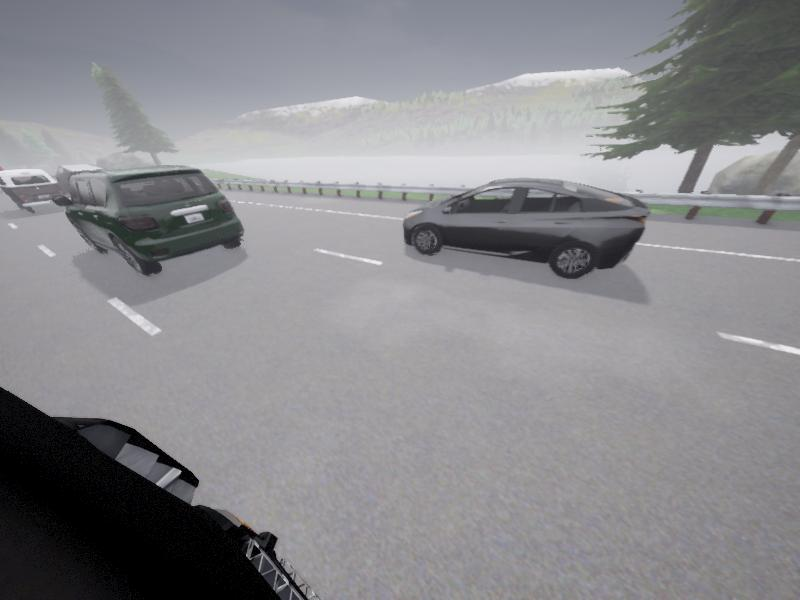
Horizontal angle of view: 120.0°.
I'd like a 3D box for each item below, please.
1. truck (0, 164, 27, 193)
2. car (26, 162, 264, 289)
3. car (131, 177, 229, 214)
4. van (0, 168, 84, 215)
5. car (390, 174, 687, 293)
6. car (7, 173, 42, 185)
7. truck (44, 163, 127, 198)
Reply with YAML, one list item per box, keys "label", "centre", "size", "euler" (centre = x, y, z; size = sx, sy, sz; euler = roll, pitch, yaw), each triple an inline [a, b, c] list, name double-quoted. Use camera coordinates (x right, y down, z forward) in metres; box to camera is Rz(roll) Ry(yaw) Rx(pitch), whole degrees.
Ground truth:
- label: "truck"
  centre: [-43.414, -12.873, 24.501]
  size: [5.204, 2.467, 2.627]
  euler: [15, 38, 25]
- label: "car"
  centre: [-6.613, -2.283, 6.052]
  size: [5.566, 2.045, 2.150]
  euler: [16, 38, 26]
- label: "car"
  centre: [-11.521, -5.588, 12.087]
  size: [4.718, 1.301, 1.895]
  euler: [16, 38, 26]
- label: "van"
  centre: [-21.361, -6.424, 13.450]
  size: [4.480, 2.038, 2.069]
  euler: [16, 38, 26]
- label: "car"
  centre: [2.278, -1.805, 5.100]
  size: [4.514, 1.525, 2.007]
  euler: [16, 38, 26]
- label: "car"
  centre: [-55.546, -17.960, 34.166]
  size: [4.718, 1.301, 1.895]
  euler: [16, 38, 26]
- label: "truck"
  centre: [-26.031, -9.995, 19.133]
  size: [6.274, 2.098, 2.390]
  euler: [16, 38, 26]
